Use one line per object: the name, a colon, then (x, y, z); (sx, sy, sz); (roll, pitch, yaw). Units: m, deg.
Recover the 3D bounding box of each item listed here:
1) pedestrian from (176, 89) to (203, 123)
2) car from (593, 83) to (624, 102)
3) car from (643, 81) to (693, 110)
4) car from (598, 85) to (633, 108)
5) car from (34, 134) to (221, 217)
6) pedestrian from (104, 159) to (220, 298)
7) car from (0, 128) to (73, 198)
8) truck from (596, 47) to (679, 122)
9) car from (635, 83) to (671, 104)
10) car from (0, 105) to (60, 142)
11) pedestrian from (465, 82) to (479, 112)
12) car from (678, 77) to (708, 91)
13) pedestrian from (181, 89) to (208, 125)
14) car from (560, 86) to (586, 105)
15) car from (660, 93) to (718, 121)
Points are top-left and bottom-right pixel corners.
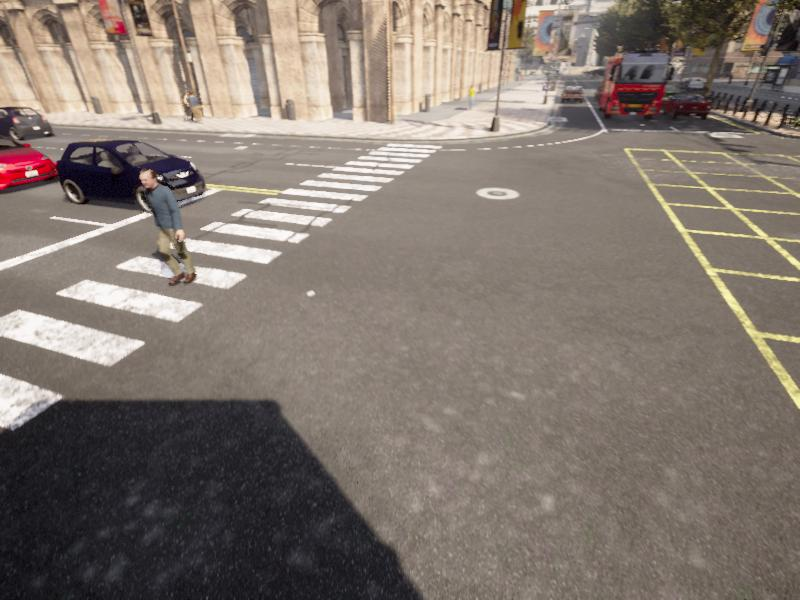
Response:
pedestrian: (-13.072, -12.107, 24.933); (0.751, 1.860, 0.751); (8, 31, 15)
car: (20.328, -20.339, 39.157); (1.994, 1.385, 4.181); (9, 32, 16)
car: (20.958, -16.162, 31.549); (2.097, 1.767, 4.553); (10, 32, 17)
car: (18.115, -17.228, 33.759); (1.970, 1.475, 3.806); (9, 32, 17)
car: (-6.967, -3.336, 10.421); (3.633, 1.501, 1.845); (9, 32, 17)
pedestrian: (-3.538, -1.083, 6.099); (0.751, 1.860, 0.751); (10, 32, 18)
car: (-12.957, -4.337, 12.275); (4.514, 1.525, 2.007); (9, 32, 17)
truck: (15.520, -14.581, 26.940); (2.891, 3.827, 8.468); (10, 32, 17)
car: (22.953, -18.854, 36.442); (1.970, 1.475, 3.806); (10, 32, 17)
car: (-20.425, -9.338, 21.023); (3.633, 1.501, 1.845); (10, 32, 17)
pedestrian: (5.214, -14.762, 29.082); (0.751, 1.860, 0.751); (10, 32, 18)
car: (37.758, -27.899, 51.637); (1.970, 1.475, 3.806); (10, 32, 17)
pedestrian: (-12.369, -11.645, 24.125); (0.751, 1.860, 0.751); (11, 32, 20)
car: (16.062, -19.101, 37.190); (1.895, 1.301, 4.718); (10, 32, 17)
car: (18.634, -12.643, 26.056); (1.895, 1.301, 4.718); (10, 32, 17)
